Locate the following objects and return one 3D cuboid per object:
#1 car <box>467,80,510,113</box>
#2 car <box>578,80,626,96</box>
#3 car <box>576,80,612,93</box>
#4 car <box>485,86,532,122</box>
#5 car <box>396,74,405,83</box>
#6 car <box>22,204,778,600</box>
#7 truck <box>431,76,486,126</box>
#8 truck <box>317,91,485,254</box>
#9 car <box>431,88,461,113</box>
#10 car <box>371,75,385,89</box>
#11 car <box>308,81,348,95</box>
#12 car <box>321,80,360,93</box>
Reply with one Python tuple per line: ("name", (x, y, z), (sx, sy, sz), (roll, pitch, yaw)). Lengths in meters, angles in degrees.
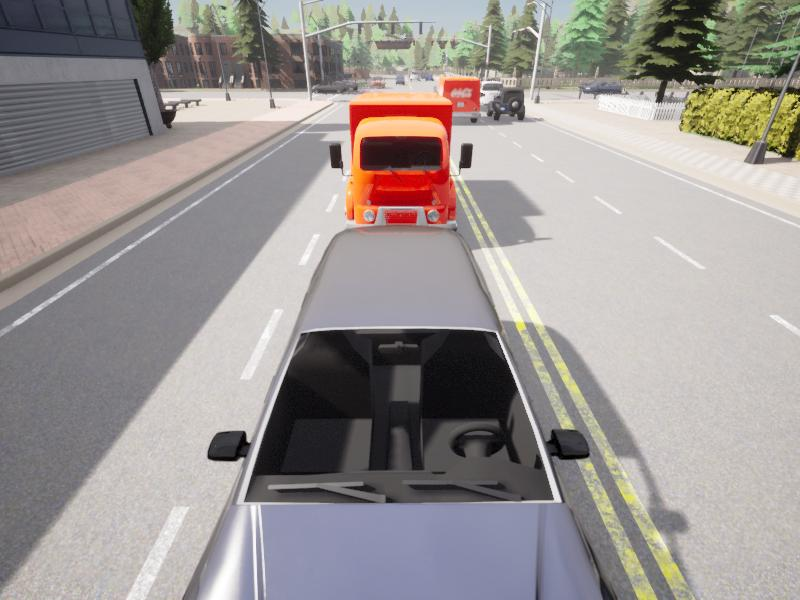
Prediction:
("car", (7.024, -16.593, 32.410), (2.150, 2.045, 5.566), (0, 30, 0))
("car", (24.998, -26.353, 49.632), (4.611, 1.667, 2.242), (0, 30, 0))
("car", (25.436, -28.132, 52.647), (3.633, 1.501, 1.845), (0, 30, 0))
("car", (7.023, -12.957, 26.336), (1.905, 1.878, 3.866), (0, 30, 0))
("car", (0.057, -48.155, 86.970), (1.882, 1.535, 5.008), (0, 30, 0))
("car", (-0.010, 0.768, 3.057), (2.242, 1.667, 4.611), (0, 30, 0))
("truck", (3.526, -12.738, 25.392), (2.627, 2.467, 5.204), (0, 30, 0))
("truck", (0.010, -3.248, 9.133), (2.627, 2.467, 5.204), (0, 30, 0))
("car", (3.526, -15.618, 31.252), (1.845, 1.501, 3.633), (0, 30, 0))
("car", (-3.456, -34.789, 63.830), (2.097, 1.767, 4.553), (0, 30, 0))
("car", (-8.953, -26.567, 50.079), (4.514, 1.525, 2.007), (0, 30, 0))
("car", (-7.873, -28.344, 53.099), (4.792, 1.488, 2.163), (0, 30, 0))
